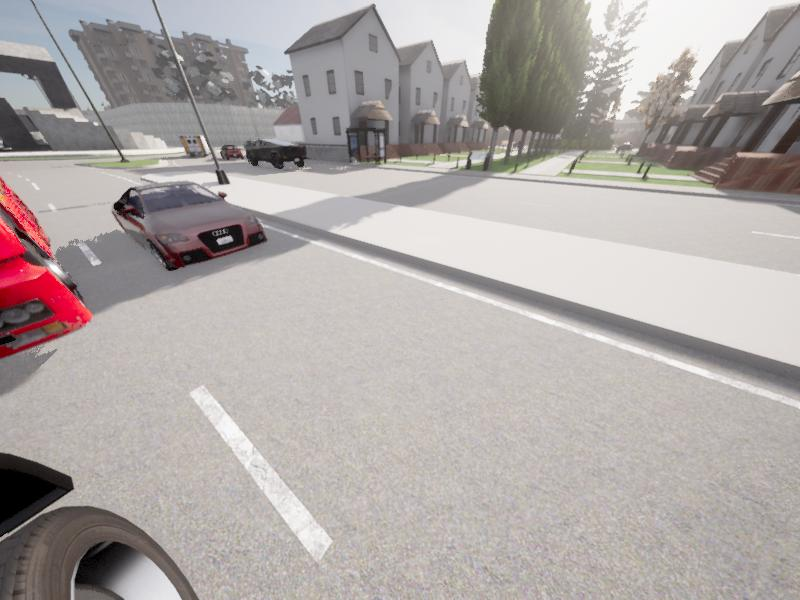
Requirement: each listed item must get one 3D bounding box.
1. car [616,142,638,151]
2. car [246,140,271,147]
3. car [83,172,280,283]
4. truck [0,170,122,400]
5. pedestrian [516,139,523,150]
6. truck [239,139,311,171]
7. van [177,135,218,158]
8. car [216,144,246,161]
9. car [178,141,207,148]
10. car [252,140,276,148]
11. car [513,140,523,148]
[{"bbox_3d":[51.466,-34.828,52.302,4.974,1.542,2.038,-24,42,-30],"label":"car"},{"bbox_3d":[-37.955,-42.043,62.045,2.038,1.542,4.974,24,41,30],"label":"car"},{"bbox_3d":[-5.260,-2.047,5.599,4.181,1.385,1.994,22,41,27],"label":"car"},{"bbox_3d":[-7.944,-1.682,2.933,8.468,3.827,2.891,22,41,28],"label":"truck"},{"bbox_3d":[24.379,-31.771,47.281,0.751,1.860,0.751,11,37,15],"label":"pedestrian"},{"bbox_3d":[-10.942,-12.797,20.193,6.274,2.098,2.390,23,41,29],"label":"truck"},{"bbox_3d":[-27.946,-21.542,32.220,2.351,2.431,6.366,-14,38,-18],"label":"van"},{"bbox_3d":[-20.127,-17.575,27.464,1.816,1.474,4.193,-26,43,-32],"label":"car"},{"bbox_3d":[-47.818,-35.884,53.313,4.674,1.442,1.812,-1,35,-2],"label":"car"},{"bbox_3d":[-35.344,-40.730,60.195,2.038,1.542,4.974,24,42,30],"label":"car"},{"bbox_3d":[32.644,-43.102,63.885,2.033,1.649,4.856,13,37,17],"label":"car"}]
